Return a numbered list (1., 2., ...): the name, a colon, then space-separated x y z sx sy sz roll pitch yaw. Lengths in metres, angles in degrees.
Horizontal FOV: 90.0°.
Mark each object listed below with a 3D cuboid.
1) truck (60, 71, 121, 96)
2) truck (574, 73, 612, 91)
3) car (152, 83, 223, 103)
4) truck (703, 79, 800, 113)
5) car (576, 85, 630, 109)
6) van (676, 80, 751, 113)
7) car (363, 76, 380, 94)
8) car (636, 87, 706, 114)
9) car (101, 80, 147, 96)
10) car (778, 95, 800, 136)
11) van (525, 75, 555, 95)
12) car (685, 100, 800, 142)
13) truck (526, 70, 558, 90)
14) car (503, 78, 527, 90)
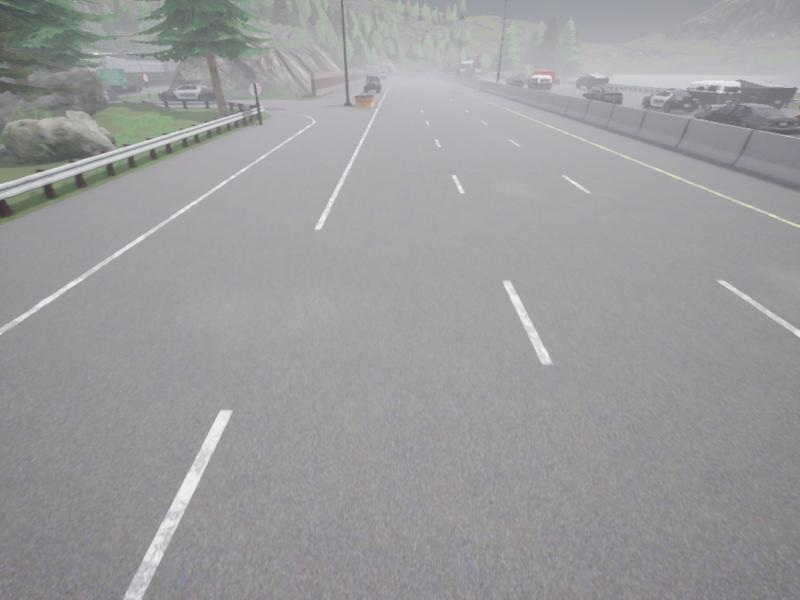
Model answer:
1. truck: -37.096 -26.118 48.188 2.627 2.467 5.204 2 30 3
2. truck: 27.903 -31.750 58.197 2.390 2.098 6.274 0 30 0
3. car: -18.868 -18.463 35.654 4.974 1.542 2.038 0 30 0
4. truck: 27.940 -16.486 32.107 2.390 2.098 6.274 0 30 0
5. car: 17.439 -17.628 34.640 2.128 1.511 4.902 0 30 0
6. van: 24.444 -16.097 31.499 2.069 2.038 4.480 0 30 0
7. car: -3.587 -27.706 51.489 1.905 1.878 3.866 0 30 0
8. car: 20.946 -15.626 31.206 2.038 1.542 4.974 0 31 0
9. car: -33.659 -26.006 48.978 2.163 1.488 4.792 0 30 0
10. car: 20.964 -8.445 18.662 2.097 1.767 4.553 0 30 0
11. van: 17.417 -26.895 49.960 2.069 2.038 4.480 0 30 0
12. car: 17.463 -9.243 20.422 2.033 1.411 5.357 0 30 0
13. truck: 20.901 -32.470 59.061 2.627 2.467 5.204 0 30 0
14. car: 17.399 -32.885 60.786 2.128 1.511 4.902 0 30 0
